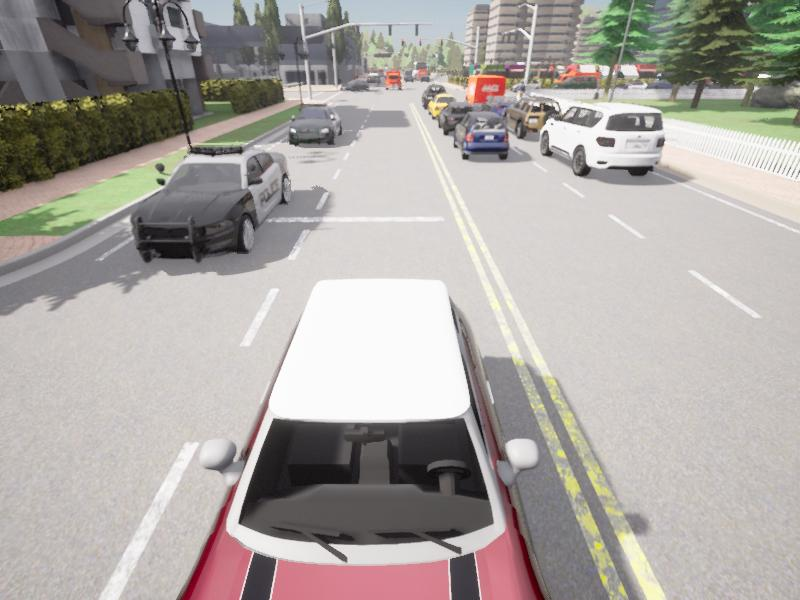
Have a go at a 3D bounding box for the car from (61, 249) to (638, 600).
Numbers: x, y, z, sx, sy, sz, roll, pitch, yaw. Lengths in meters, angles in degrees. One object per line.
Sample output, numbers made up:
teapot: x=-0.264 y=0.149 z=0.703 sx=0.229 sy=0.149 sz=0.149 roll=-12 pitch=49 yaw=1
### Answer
car: x=-0.172 y=1.073 z=2.760 sx=1.970 sy=1.475 sz=3.806 roll=0 pitch=30 yaw=0

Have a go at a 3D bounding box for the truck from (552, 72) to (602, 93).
truck: x=23.863 y=-29.476 z=54.180 sx=5.204 sy=2.467 sz=2.627 roll=-1 pitch=30 yaw=-2

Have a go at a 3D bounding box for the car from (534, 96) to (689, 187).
car: x=6.669 y=-5.633 z=13.678 sx=2.150 sy=2.045 sz=5.566 roll=0 pitch=30 yaw=-1

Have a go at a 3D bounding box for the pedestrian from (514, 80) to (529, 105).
pedestrian: x=10.630 y=-18.171 z=35.023 sx=0.751 sy=1.860 sz=0.751 roll=0 pitch=30 yaw=0

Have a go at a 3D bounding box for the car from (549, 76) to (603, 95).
car: x=22.424 y=-27.506 z=51.210 sx=5.566 sy=2.045 sz=2.150 roll=-1 pitch=30 yaw=-2

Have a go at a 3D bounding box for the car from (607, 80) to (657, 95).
car: x=29.871 y=-27.420 z=51.577 sx=4.974 sy=1.542 sz=2.038 roll=-1 pitch=30 yaw=-2

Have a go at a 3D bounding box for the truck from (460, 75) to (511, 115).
truck: x=6.435 y=-15.967 z=30.986 sx=2.627 sy=2.467 sz=5.204 roll=0 pitch=30 yaw=-1

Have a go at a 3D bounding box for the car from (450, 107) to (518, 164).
car: x=3.143 y=-6.583 z=15.794 sx=1.789 sy=1.549 sz=3.705 roll=0 pitch=30 yaw=-1

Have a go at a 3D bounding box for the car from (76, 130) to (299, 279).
car: x=-3.761 y=-2.375 z=8.485 sx=1.930 sy=1.638 sz=5.238 roll=0 pitch=30 yaw=-1

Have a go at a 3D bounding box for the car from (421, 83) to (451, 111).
car: x=2.907 y=-16.969 z=33.290 sx=1.932 sy=1.855 sz=4.605 roll=0 pitch=30 yaw=-1

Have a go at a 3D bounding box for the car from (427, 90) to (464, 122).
car: x=2.987 y=-13.293 z=27.279 sx=1.801 sy=1.575 sz=5.366 roll=0 pitch=30 yaw=-1

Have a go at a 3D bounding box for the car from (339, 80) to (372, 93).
car: x=-6.129 y=-29.689 z=55.539 sx=1.812 sy=1.442 sz=4.674 roll=22 pitch=37 yaw=32

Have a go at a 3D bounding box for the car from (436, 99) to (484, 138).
car: x=3.067 y=-9.730 z=21.273 sx=1.816 sy=1.474 sz=4.193 roll=0 pitch=30 yaw=-1

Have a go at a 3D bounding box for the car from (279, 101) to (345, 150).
car: x=-3.899 y=-8.287 z=18.737 sx=2.038 sy=1.542 sz=4.974 roll=0 pitch=30 yaw=-1

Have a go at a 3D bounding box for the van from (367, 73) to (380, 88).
van: x=-4.579 y=-38.184 z=69.530 sx=2.069 sy=2.038 sz=4.480 roll=0 pitch=30 yaw=-1

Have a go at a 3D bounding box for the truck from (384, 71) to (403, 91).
truck: x=-0.954 y=-32.914 z=60.055 sx=2.627 sy=2.467 sz=5.204 roll=0 pitch=30 yaw=-1

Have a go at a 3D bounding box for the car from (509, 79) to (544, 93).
car: x=17.074 y=-29.020 z=54.241 sx=3.988 sy=1.617 sz=1.851 roll=0 pitch=30 yaw=0

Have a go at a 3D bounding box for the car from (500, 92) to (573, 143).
car: x=6.585 y=-9.212 z=19.984 sx=1.932 sy=1.855 sz=4.605 roll=0 pitch=30 yaw=-1

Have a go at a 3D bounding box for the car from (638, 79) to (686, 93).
car: x=35.797 y=-29.343 z=54.763 sx=4.856 sy=1.649 sz=2.033 roll=-1 pitch=30 yaw=-2

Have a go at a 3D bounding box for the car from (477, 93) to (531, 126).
car: x=6.509 y=-12.329 z=25.726 sx=2.163 sy=1.488 sz=4.792 roll=0 pitch=30 yaw=-1
